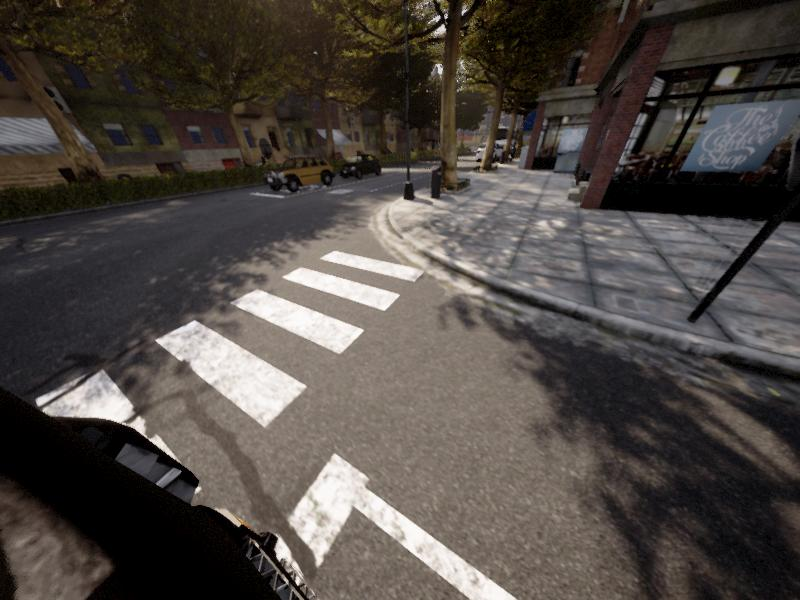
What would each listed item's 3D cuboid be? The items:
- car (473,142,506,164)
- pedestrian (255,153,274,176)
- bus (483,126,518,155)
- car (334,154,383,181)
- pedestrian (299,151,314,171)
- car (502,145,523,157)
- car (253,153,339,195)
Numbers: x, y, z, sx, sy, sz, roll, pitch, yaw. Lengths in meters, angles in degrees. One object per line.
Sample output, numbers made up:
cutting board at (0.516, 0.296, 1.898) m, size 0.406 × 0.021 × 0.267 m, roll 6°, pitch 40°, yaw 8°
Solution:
car at (11.268, -18.544, 29.003) m, size 2.435 × 2.045 × 5.566 m, roll 16°, pitch 38°, yaw 26°
pedestrian at (-13.043, -13.124, 22.328) m, size 0.751 × 1.860 × 0.751 m, roll 16°, pitch 38°, yaw 26°
bus at (20.205, -31.783, 46.209) m, size 3.944 × 4.253 × 10.273 m, roll 16°, pitch 38°, yaw 26°
car at (-3.328, -11.245, 19.435) m, size 1.851 × 1.617 × 3.988 m, roll 16°, pitch 38°, yaw 26°
pedestrian at (-10.388, -15.484, 25.682) m, size 0.751 × 1.860 × 0.751 m, roll 13°, pitch 37°, yaw 22°
car at (19.110, -25.248, 39.028) m, size 2.231 × 1.521 × 4.892 m, roll 16°, pitch 38°, yaw 26°
car at (-6.427, -8.283, 14.968) m, size 1.932 × 1.855 × 4.605 m, roll 16°, pitch 38°, yaw 25°
